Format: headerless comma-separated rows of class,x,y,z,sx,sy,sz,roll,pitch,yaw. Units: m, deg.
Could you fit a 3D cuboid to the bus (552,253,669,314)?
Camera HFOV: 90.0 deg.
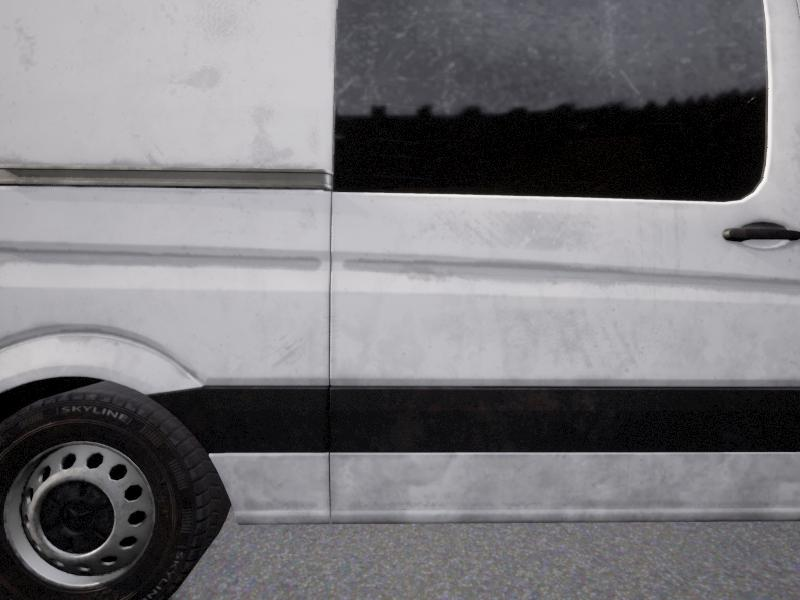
bus,16.488,-1.134,32.689,3.944,4.253,10.273,0,0,-2

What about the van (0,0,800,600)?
van,0.744,-0.278,2.191,5.915,2.561,1.988,0,0,-1
